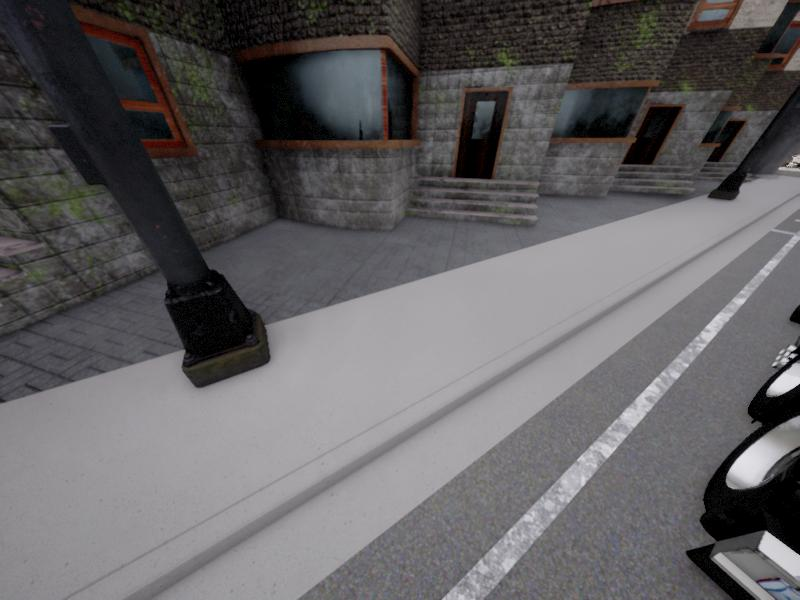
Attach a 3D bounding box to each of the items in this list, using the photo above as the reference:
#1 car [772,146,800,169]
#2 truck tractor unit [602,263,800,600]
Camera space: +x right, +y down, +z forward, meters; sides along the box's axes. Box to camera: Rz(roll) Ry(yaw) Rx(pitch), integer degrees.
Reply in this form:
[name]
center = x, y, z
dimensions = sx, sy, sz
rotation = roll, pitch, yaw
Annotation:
[car]
center = 40.655, -13.978, 22.711
dimensions = 1.905, 1.878, 3.866
rotation = 9, 36, 12
[truck tractor unit]
center = 5.108, -0.304, 0.782
dimensions = 6.516, 4.208, 3.053
rotation = -18, 39, -24
